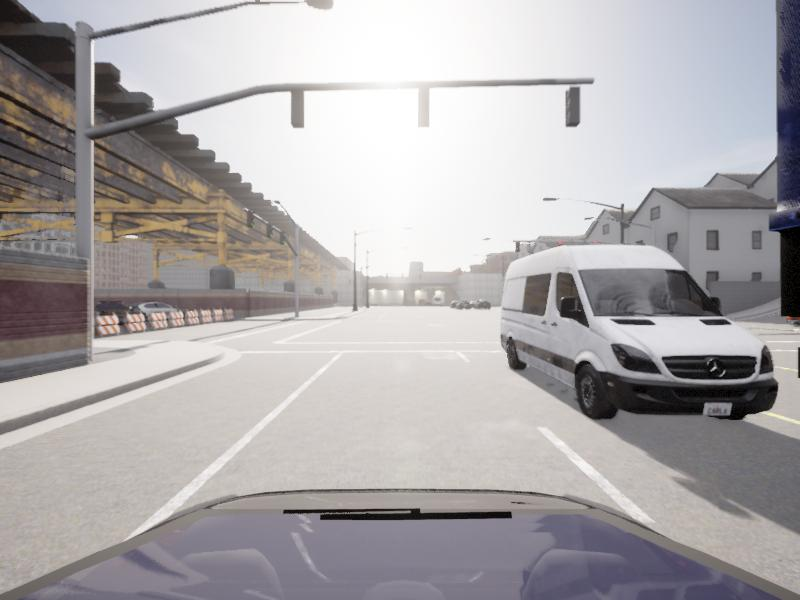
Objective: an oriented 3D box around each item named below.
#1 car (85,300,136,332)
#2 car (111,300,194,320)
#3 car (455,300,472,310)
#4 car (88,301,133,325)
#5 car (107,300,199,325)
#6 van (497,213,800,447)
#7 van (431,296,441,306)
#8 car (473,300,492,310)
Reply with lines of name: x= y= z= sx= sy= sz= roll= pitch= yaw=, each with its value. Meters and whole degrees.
car: x=-15.946 y=0.801 z=22.046 sx=2.038 sy=1.542 sz=4.974 roll=0 pitch=0 yaw=-36
car: x=-16.761 y=0.644 z=27.367 sx=1.853 sy=1.218 sz=4.536 roll=0 pitch=0 yaw=29
car: x=10.494 y=0.842 z=66.407 sx=2.007 sy=1.525 sz=4.514 roll=0 pitch=0 yaw=0
car: x=-15.977 y=0.643 z=22.088 sx=1.853 sy=1.218 sz=4.536 roll=0 pitch=0 yaw=-36
car: x=-16.736 y=0.802 z=27.413 sx=2.038 sy=1.542 sz=4.974 roll=0 pitch=0 yaw=29
van: x=3.496 y=0.323 z=7.344 sx=1.988 sy=2.561 sz=5.915 roll=0 pitch=0 yaw=0
van: x=9.570 y=0.321 z=106.190 sx=1.988 sy=2.561 sz=5.915 roll=0 pitch=0 yaw=-1
car: x=13.992 y=0.770 z=68.014 sx=2.242 sy=1.667 sz=4.611 roll=0 pitch=0 yaw=0
